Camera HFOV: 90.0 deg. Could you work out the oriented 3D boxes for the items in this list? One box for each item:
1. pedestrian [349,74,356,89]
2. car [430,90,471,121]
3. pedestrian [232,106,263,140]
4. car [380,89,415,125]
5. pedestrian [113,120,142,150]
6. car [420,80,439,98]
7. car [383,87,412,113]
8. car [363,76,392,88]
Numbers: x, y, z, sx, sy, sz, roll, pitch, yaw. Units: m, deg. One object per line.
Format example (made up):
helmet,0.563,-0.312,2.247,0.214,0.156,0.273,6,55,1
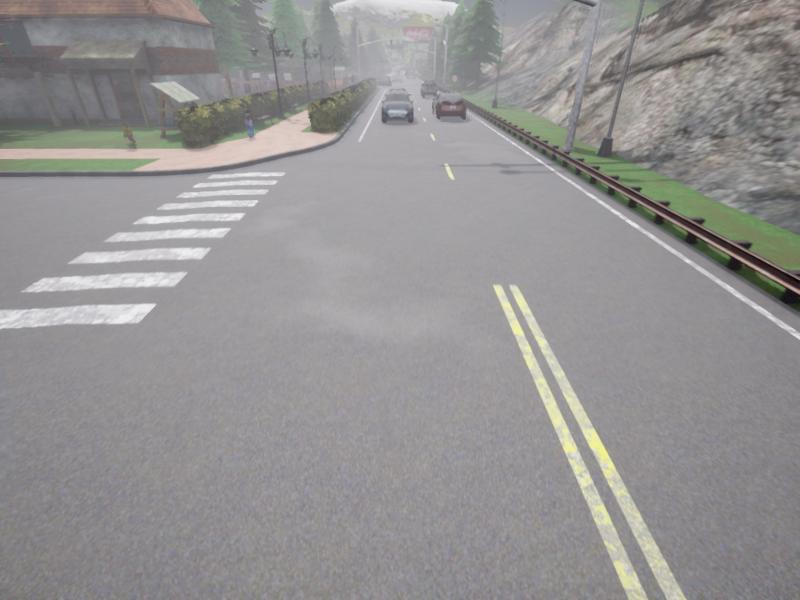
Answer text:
pedestrian,-6.811,-31.546,57.642,0.751,1.860,0.751,0,30,-1
car,3.332,-13.312,27.248,2.163,1.488,4.792,0,30,0
pedestrian,-6.807,-7.930,17.882,0.751,1.300,0.751,14,33,22
car,-0.162,-12.300,25.373,2.033,1.649,4.856,0,30,0
pedestrian,-11.178,-6.777,16.429,0.500,1.100,0.500,3,31,6
car,3.258,-23.584,44.659,1.851,1.617,3.988,0,30,0
car,-0.186,-15.694,31.281,2.128,1.511,4.902,0,30,0
car,-3.850,-38.116,69.842,4.611,1.667,2.242,6,31,10
